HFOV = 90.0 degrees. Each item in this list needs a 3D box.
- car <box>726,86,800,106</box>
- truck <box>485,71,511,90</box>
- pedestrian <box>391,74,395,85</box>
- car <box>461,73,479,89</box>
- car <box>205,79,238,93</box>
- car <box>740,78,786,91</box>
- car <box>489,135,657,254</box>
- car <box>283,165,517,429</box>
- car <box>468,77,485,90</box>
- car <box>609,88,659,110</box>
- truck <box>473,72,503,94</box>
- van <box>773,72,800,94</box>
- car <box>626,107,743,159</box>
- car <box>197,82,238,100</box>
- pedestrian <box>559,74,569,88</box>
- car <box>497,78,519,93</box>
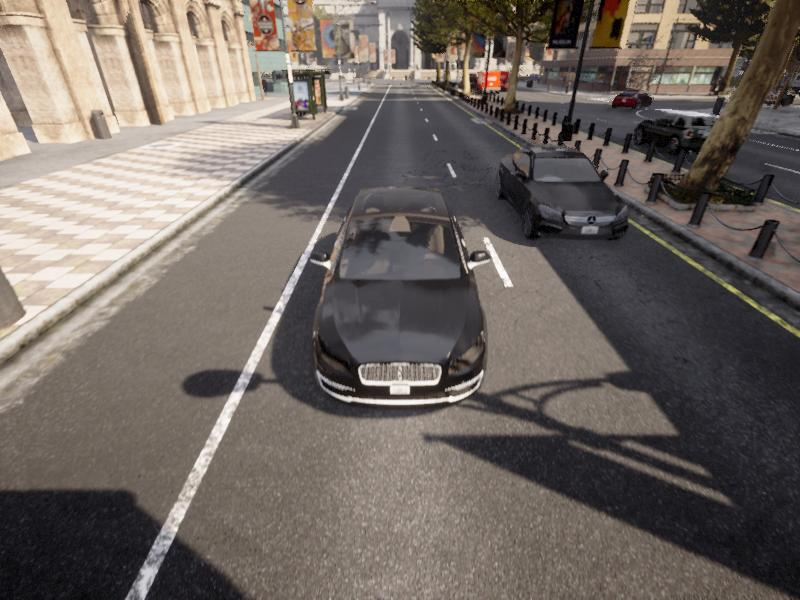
[{"bbox_3d":[32.945,-18.437,36.123,4.974,1.542,2.038,-1,30,-2],"label":"car"},{"bbox_3d":[14.990,-33.695,61.336,2.627,2.467,5.204,0,30,0],"label":"truck"},{"bbox_3d":[-1.232,-41.386,75.069,0.751,1.860,0.751,0,30,0],"label":"pedestrian"},{"bbox_3d":[11.471,-36.304,66.226,2.150,2.045,5.566,1,30,2],"label":"car"},{"bbox_3d":[-23.455,-28.242,52.693,2.128,1.511,4.902,0,30,0],"label":"car"},{"bbox_3d":[52.959,-31.483,58.509,2.128,1.511,4.902,0,30,0],"label":"car"},{"bbox_3d":[3.476,-2.677,9.189,1.812,1.442,4.674,0,30,0],"label":"car"},{"bbox_3d":[0.000,-0.623,5.618,1.837,1.490,4.892,0,30,0],"label":"car"},{"bbox_3d":[11.497,-32.703,60.491,1.851,1.617,3.988,0,30,0],"label":"car"},{"bbox_3d":[19.833,-17.046,33.895,4.181,1.385,1.994,-24,38,-35],"label":"car"},{"bbox_3d":[11.496,-28.587,52.575,2.627,2.467,5.204,0,30,0],"label":"truck"},{"bbox_3d":[52.970,-28.348,52.227,2.351,2.431,6.366,0,30,0],"label":"van"},{"bbox_3d":[11.508,-7.001,16.569,1.970,1.475,3.806,0,30,0],"label":"car"},{"bbox_3d":[-19.322,-22.368,42.706,2.161,1.482,4.786,0,30,0],"label":"car"},{"bbox_3d":[24.854,-33.121,60.610,0.751,1.860,0.751,-1,30,-2],"label":"pedestrian"},{"bbox_3d":[15.018,-29.916,55.715,1.851,1.617,3.988,0,30,0],"label":"car"}]
